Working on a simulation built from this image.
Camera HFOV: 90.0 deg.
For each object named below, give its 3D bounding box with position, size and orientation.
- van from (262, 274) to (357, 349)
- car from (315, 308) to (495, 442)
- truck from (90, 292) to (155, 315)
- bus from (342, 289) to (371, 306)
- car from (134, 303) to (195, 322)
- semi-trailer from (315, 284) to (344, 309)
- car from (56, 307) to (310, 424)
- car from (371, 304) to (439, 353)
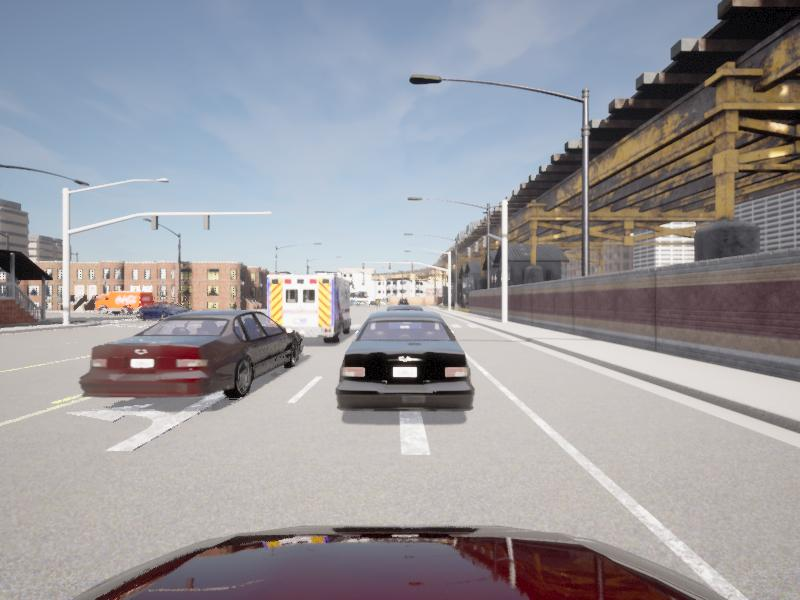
[{"bbox_3d":[-3.303,0.378,16.290,2.351,2.431,6.366,0,0,1],"label":"van"},{"bbox_3d":[0.088,0.895,7.195,2.033,1.411,5.357,0,0,1],"label":"car"},{"bbox_3d":[-29.763,0.356,43.046,5.204,2.467,2.627,0,1,2],"label":"truck"},{"bbox_3d":[-11.501,-0.532,105.401,3.944,4.253,10.273,1,-1,-28],"label":"bus"},{"bbox_3d":[-18.273,0.907,31.067,4.181,1.385,1.994,0,0,23],"label":"car"},{"bbox_3d":[-13.123,-0.615,75.848,2.717,4.402,14.254,0,0,1],"label":"semi-trailer"},{"bbox_3d":[-3.407,0.894,7.847,2.033,1.411,5.357,0,0,1],"label":"car"},{"bbox_3d":[0.178,0.895,14.747,2.033,1.411,5.357,0,0,1],"label":"car"}]
